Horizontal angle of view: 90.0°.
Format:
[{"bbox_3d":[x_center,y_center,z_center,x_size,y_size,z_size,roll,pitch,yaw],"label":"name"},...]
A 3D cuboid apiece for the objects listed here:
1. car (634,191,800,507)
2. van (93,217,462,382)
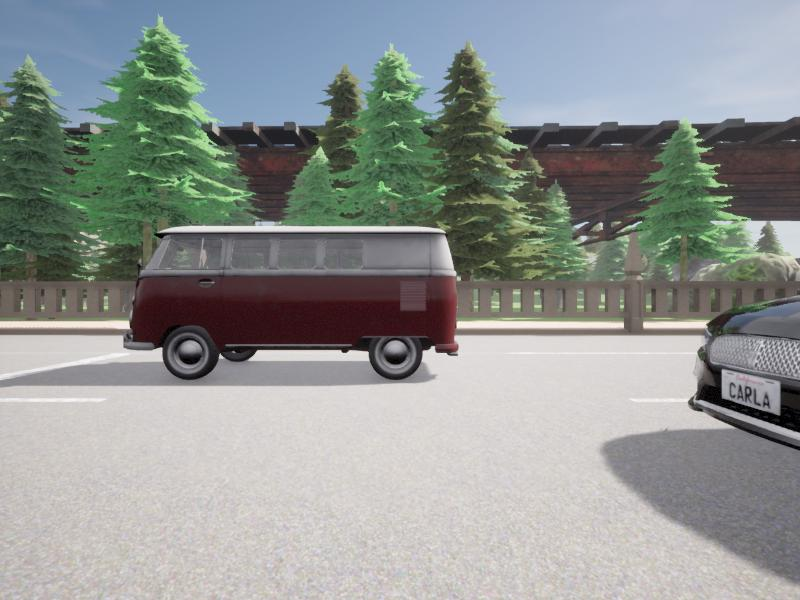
[{"bbox_3d":[4.363,0.237,2.200,4.902,1.511,2.128,0,0,0],"label":"car"},{"bbox_3d":[-1.470,-0.002,5.700,4.442,1.987,1.775,0,0,0],"label":"van"}]
